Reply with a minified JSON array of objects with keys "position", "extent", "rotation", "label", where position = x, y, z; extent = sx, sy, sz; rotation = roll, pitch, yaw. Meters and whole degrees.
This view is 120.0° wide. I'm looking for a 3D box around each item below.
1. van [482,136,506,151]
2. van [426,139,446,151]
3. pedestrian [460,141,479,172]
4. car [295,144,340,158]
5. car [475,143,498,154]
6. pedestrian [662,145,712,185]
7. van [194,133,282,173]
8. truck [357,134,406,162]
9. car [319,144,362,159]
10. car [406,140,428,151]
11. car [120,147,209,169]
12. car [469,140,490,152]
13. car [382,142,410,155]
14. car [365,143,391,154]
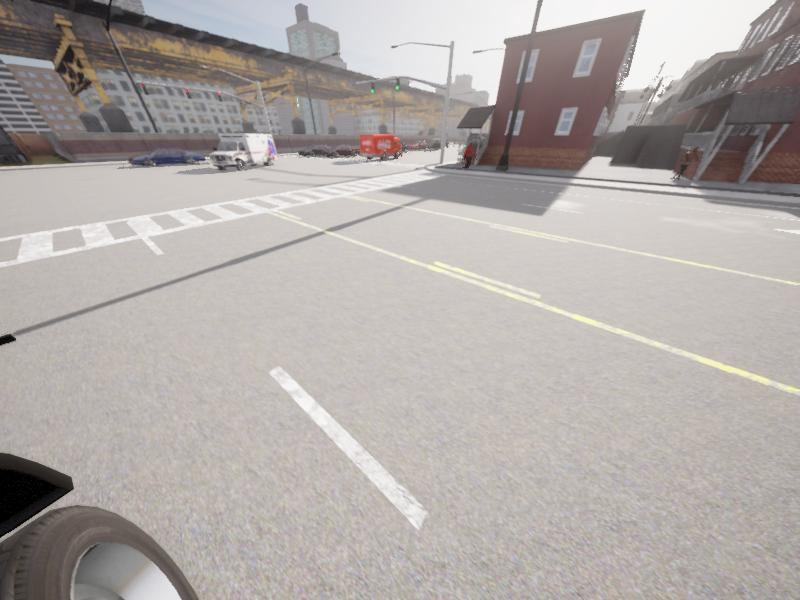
[{"position":[20.427,-33.906,49.911],"extent":[2.351,2.431,6.366],"rotation":[25,42,31],"label":"van"},{"position":[7.077,-30.575,45.518],"extent":[1.775,1.987,4.442],"rotation":[25,42,31],"label":"van"},{"position":[5.033,-10.496,16.877],"extent":[0.751,1.860,0.751],"rotation":[-30,45,-35],"label":"pedestrian"},{"position":[-11.149,-20.432,31.586],"extent":[2.033,1.411,5.357],"rotation":[25,42,31],"label":"car"},{"position":[15.087,-26.395,40.169],"extent":[1.994,1.385,4.181],"rotation":[25,42,31],"label":"car"},{"position":[15.891,-7.514,12.857],"extent":[0.751,1.860,0.751],"rotation":[11,37,15],"label":"pedestrian"},{"position":[-13.018,-12.501,19.450],"extent":[2.351,2.431,6.366],"rotation":[3,35,4],"label":"van"},{"position":[-1.993,-17.757,26.906],"extent":[2.627,2.467,5.204],"rotation":[25,42,31],"label":"truck"},{"position":[-7.732,-19.657,30.503],"extent":[2.033,1.411,5.357],"rotation":[25,42,31],"label":"car"},{"position":[3.467,-31.086,46.492],"extent":[2.242,1.667,4.611],"rotation":[25,42,31],"label":"car"},{"position":[-21.286,-13.121,21.187],"extent":[2.033,1.411,5.357],"rotation":[25,42,31],"label":"car"},{"position":[15.453,-30.097,44.971],"extent":[1.932,1.855,4.605],"rotation":[25,42,31],"label":"car"},{"position":[-0.595,-24.845,37.795],"extent":[1.837,1.490,4.892],"rotation":[25,42,30],"label":"car"},{"position":[-3.732,-25.766,39.193],"extent":[1.994,1.385,4.181],"rotation":[25,42,31],"label":"car"}]
